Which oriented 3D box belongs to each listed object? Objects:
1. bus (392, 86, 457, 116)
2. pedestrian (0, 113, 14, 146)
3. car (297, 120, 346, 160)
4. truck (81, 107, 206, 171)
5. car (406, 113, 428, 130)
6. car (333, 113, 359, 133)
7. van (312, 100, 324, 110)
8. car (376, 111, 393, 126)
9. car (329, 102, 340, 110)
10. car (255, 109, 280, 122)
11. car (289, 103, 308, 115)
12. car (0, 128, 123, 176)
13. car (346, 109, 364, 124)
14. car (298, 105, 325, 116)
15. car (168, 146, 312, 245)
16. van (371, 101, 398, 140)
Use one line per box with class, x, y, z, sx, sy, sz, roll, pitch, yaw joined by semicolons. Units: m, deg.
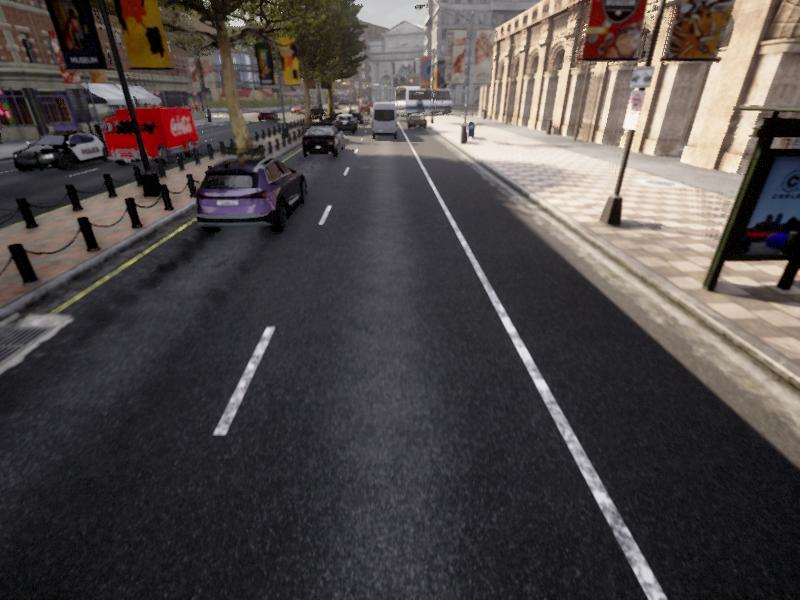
bus;4.125;-32.724;65.921;10.273;4.253;3.944;-18;30;-31
pedestrian;-25.362;-10.720;25.119;0.751;1.860;0.751;0;27;1
car;-4.368;-9.335;23.081;1.930;1.638;5.238;-1;27;-2
truck;-12.246;-8.134;19.812;2.627;2.467;5.204;-1;27;-2
car;1.656;-18.198;40.769;1.895;1.301;4.718;-1;27;-2
car;-4.941;-16.338;36.937;1.970;1.475;3.806;-1;27;-2
van;-18.720;-44.651;91.645;1.775;1.987;4.442;-1;27;-2
car;-1.818;-20.950;46.148;1.895;1.301;4.718;-1;27;-2
car;-15.309;-45.637;93.955;1.930;1.638;5.238;-1;27;-2
car;-17.156;-24.058;52.109;1.994;1.385;4.181;-1;27;-3
car;-17.849;-33.767;70.725;2.242;1.667;4.611;-1;28;-2
car;-15.697;-7.075;18.768;2.038;1.542;4.974;-1;27;-2
car;-5.420;-22.273;48.509;1.837;1.490;4.892;-1;27;-2
car;-14.602;-31.400;66.334;1.970;1.475;3.806;20;33;34
car;-3.860;-3.055;10.825;2.033;1.649;4.856;-1;26;-2
van;-1.262;-14.665;32.514;1.988;2.561;5.915;-1;27;-2
